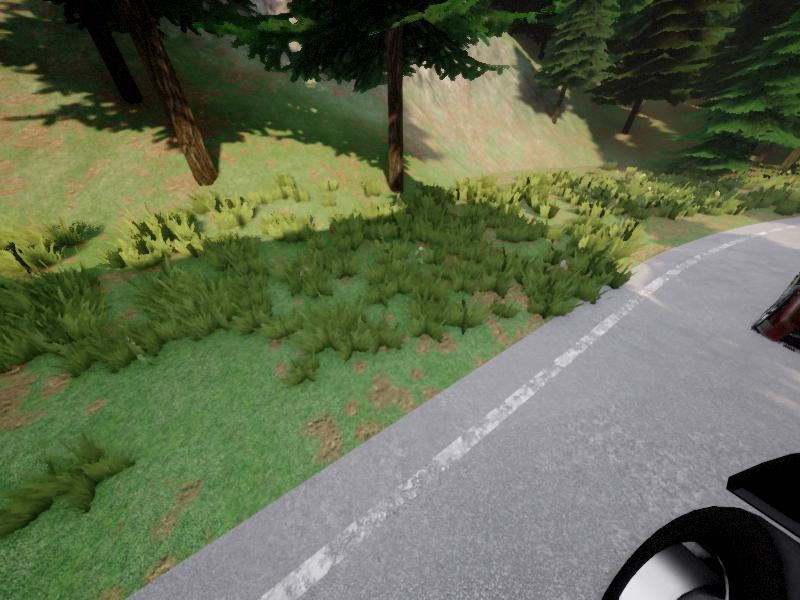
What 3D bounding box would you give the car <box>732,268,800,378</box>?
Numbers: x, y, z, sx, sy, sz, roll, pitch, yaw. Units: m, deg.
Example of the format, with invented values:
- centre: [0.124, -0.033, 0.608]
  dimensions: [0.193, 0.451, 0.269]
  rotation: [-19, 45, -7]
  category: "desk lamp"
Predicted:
- centre: [6.618, -0.023, 2.714]
  dimensions: [4.181, 1.385, 1.994]
  rotation: [-18, 39, -23]
  category: "car"
